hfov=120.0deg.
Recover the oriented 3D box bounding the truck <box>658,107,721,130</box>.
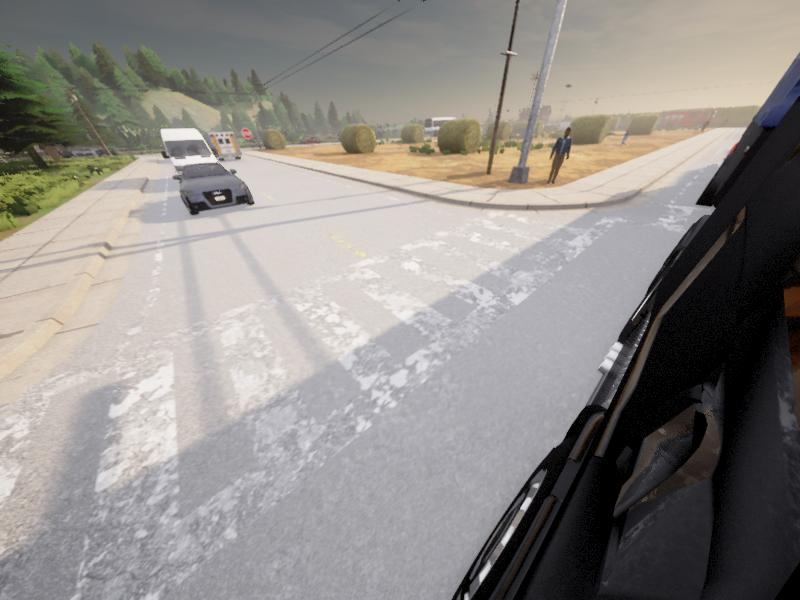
[{"bbox_3d":[68.851,-43.283,55.270,2.891,3.827,8.468,-27,43,-30],"label":"truck"}]

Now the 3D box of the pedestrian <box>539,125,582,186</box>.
[{"bbox_3d":[6.073,-5.478,8.815,0.751,1.860,0.751,18,41,25],"label":"pedestrian"}]

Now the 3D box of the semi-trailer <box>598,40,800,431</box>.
[{"bbox_3d":[8.701,-3.583,4.256,14.254,4.402,2.717,-28,44,-30],"label":"semi-trailer"}]

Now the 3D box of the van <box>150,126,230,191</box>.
[{"bbox_3d":[-11.962,-8.218,13.232,1.988,2.561,5.915,-27,43,-29],"label":"van"}]

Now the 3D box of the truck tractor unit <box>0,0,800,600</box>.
[{"bbox_3d":[2.645,-0.295,0.351,6.516,4.208,3.053,-28,44,-30],"label":"truck tractor unit"}]

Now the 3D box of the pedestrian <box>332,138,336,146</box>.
[{"bbox_3d":[-10.896,-26.009,38.080,0.500,1.100,0.500,-9,37,-9],"label":"pedestrian"}]

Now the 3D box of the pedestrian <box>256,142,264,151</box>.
[{"bbox_3d":[-21.262,-23.319,35.023,0.500,1.100,0.500,9,38,14],"label":"pedestrian"}]

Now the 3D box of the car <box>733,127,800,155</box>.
[{"bbox_3d":[25.986,-11.406,16.480,4.181,1.385,1.994,-28,43,-30],"label":"car"}]

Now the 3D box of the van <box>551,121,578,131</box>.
[{"bbox_3d":[53.639,-56.827,75.536,2.351,2.431,6.366,-26,43,-29],"label":"van"}]

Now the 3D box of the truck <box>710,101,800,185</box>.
[{"bbox_3d":[16.113,-6.679,9.687,5.204,2.467,2.627,-27,43,-30],"label":"truck"}]

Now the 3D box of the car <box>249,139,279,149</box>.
[{"bbox_3d":[-26.957,-30.995,45.778,4.718,1.301,1.895,-25,42,-27],"label":"car"}]

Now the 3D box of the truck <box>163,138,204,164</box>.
[{"bbox_3d":[-23.809,-16.563,25.497,2.390,2.098,6.274,-26,43,-29],"label":"truck"}]

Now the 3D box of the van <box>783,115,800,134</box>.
[{"bbox_3d":[53.348,-23.303,30.591,4.442,1.987,1.775,-28,43,-30],"label":"van"}]

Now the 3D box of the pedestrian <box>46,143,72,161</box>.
[{"bbox_3d":[-42.924,-18.600,29.101,0.751,1.860,0.751,10,38,17],"label":"pedestrian"}]

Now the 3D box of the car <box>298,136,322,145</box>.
[{"bbox_3d":[-19.434,-34.529,50.007,4.193,1.474,1.816,-25,42,-27],"label":"car"}]

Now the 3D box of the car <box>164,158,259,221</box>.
[{"bbox_3d":[-7.235,-4.407,8.817,1.994,1.385,4.181,-27,43,-29],"label":"car"}]

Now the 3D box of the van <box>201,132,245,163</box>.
[{"bbox_3d":[-19.469,-16.823,25.344,2.351,2.431,6.366,-27,43,-29],"label":"van"}]

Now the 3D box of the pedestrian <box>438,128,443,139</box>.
[{"bbox_3d":[8.638,-35.420,49.117,0.751,1.860,0.751,7,38,13],"label":"pedestrian"}]

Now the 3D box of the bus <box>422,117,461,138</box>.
[{"bbox_3d":[11.320,-47.336,63.364,10.273,4.253,3.944,-25,42,-27],"label":"bus"}]

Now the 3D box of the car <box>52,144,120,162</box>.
[{"bbox_3d":[-43.895,-20.749,32.537,5.238,1.638,1.930,-25,42,-27],"label":"car"}]

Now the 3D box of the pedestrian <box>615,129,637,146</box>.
[{"bbox_3d":[21.501,-15.465,21.959,0.751,1.300,0.751,-8,37,-7],"label":"pedestrian"}]
